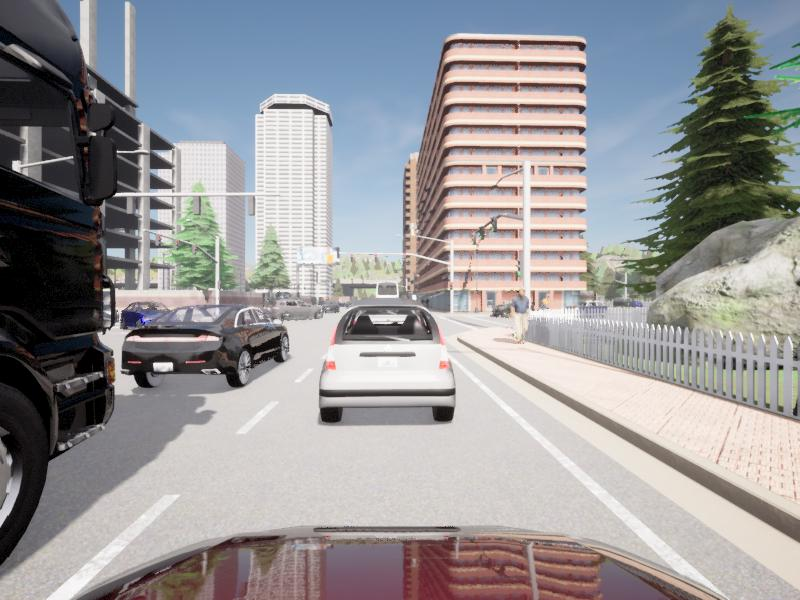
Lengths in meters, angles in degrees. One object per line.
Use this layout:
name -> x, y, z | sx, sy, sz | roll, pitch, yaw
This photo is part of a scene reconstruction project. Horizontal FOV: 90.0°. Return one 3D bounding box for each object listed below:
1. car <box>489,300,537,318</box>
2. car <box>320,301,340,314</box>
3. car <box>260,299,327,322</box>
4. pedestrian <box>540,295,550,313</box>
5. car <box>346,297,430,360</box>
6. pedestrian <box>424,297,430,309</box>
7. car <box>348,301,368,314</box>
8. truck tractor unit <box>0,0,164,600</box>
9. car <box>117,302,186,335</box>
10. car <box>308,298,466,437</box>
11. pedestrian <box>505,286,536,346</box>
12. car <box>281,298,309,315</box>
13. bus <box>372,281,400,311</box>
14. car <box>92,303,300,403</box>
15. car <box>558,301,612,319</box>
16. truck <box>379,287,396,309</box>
car -> 10.037, 0.759, 35.522 | 3.705, 1.549, 1.789 | 0, 0, -14
car -> -8.566, 0.844, 49.348 | 1.837, 1.490, 4.892 | 0, 0, -2
car -> -8.328, 0.746, 31.556 | 2.242, 1.667, 4.611 | 1, 0, 43
pedestrian -> 15.938, 0.429, 43.961 | 0.751, 1.860, 0.751 | 0, 0, -23
car -> -0.383, 0.756, 12.936 | 2.242, 1.667, 4.611 | 0, 0, -2
pedestrian -> 4.334, 0.485, 64.256 | 0.751, 1.860, 0.751 | 0, 0, -8
car -> -5.003, 0.894, 48.186 | 2.033, 1.411, 5.357 | 0, 0, -2
truck tractor unit -> -3.405, -0.516, 0.104 | 3.053, 4.208, 6.516 | 0, 0, -3
car -> -12.602, 0.836, 20.194 | 4.193, 1.474, 1.816 | 0, 0, 41
car -> -0.207, 0.788, 6.686 | 1.851, 1.617, 3.988 | 0, 0, -2
pedestrian -> 3.821, 0.485, 12.706 | 0.751, 1.860, 0.751 | 0, 0, -2
car -> -11.956, 0.694, 45.747 | 2.097, 1.767, 4.553 | 0, 0, -2
bus -> -2.067, -0.533, 61.354 | 3.944, 4.253, 10.273 | 0, 0, -2
car -> -3.774, 0.836, 8.674 | 2.128, 1.511, 4.902 | 0, 0, -2
car -> 15.441, 0.798, 33.417 | 3.806, 1.475, 1.970 | 0, 0, -22
truck -> -2.345, -0.325, 74.066 | 2.891, 3.827, 8.468 | 0, 0, -2
